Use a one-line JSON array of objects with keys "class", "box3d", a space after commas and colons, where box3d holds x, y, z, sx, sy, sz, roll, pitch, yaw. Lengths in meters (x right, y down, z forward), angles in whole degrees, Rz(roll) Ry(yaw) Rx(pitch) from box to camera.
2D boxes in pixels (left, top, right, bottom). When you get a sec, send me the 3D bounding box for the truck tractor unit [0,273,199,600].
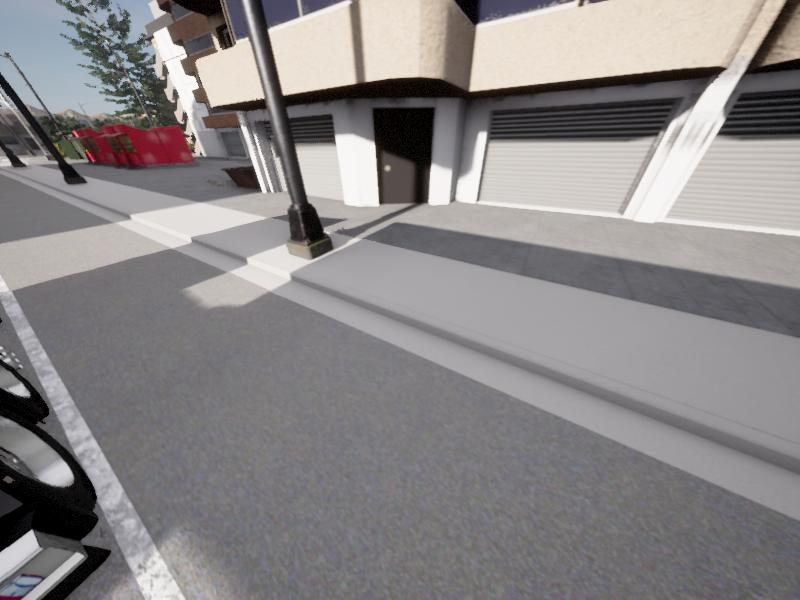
[{"class": "truck tractor unit", "box3d": [-5.125, -0.287, 0.754, 6.516, 4.208, 3.053, 18, 39, 23]}]
